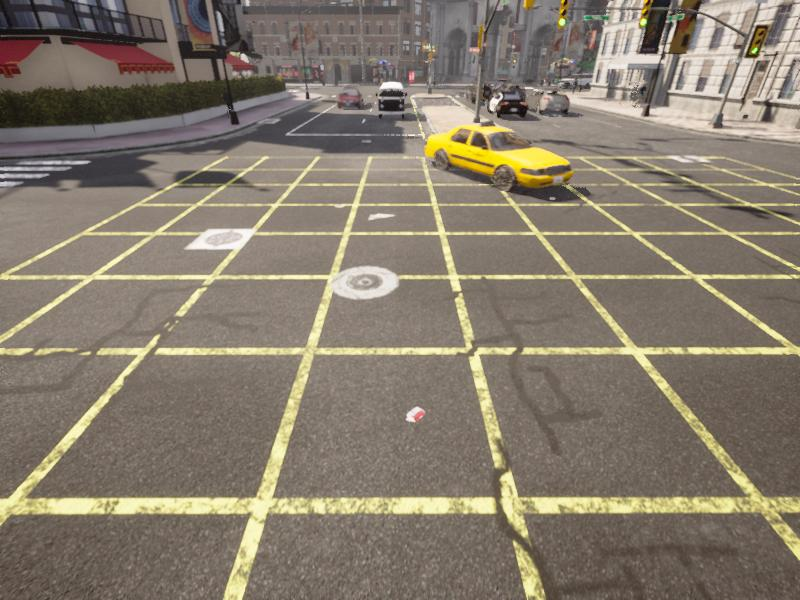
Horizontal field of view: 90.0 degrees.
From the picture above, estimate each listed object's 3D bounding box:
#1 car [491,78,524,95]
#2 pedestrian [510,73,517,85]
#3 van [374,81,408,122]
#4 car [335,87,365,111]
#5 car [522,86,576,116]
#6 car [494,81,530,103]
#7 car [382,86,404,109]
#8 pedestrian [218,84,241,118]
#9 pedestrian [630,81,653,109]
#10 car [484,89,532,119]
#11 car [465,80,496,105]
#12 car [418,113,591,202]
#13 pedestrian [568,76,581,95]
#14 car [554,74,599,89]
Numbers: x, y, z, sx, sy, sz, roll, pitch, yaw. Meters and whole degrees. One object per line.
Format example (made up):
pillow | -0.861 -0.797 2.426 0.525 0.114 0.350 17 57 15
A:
car | 13.596 -26.957 50.471 2.033 1.649 4.856 22 37 32
pedestrian | 19.631 -38.271 69.257 0.751 1.860 0.751 18 35 28
van | -0.552 -13.510 27.060 2.069 2.038 4.480 0 32 0
car | -4.051 -16.655 33.048 1.812 1.442 4.674 0 30 0
car | 10.946 -14.890 29.860 2.152 1.651 5.027 0 30 0
car | 10.972 -20.591 39.560 2.242 1.667 4.611 0 30 0
car | -0.551 -17.475 34.452 1.812 1.442 4.674 0 30 0
pedestrian | -10.716 -12.473 25.134 0.751 1.860 0.751 1 30 2
pedestrian | 18.635 -15.828 30.881 0.751 1.860 0.751 -12 33 -20
car | 7.445 -13.818 28.115 2.038 1.542 4.974 0 30 0
car | 7.454 -19.462 37.430 1.932 1.855 4.605 0 31 0
car | 2.790 -4.605 12.311 1.801 1.575 5.366 -16 34 -26
pedestrian | 19.698 -24.141 45.096 0.751 1.860 0.751 1 30 1
car | 26.769 -33.193 60.747 5.566 2.045 2.150 0 30 0
